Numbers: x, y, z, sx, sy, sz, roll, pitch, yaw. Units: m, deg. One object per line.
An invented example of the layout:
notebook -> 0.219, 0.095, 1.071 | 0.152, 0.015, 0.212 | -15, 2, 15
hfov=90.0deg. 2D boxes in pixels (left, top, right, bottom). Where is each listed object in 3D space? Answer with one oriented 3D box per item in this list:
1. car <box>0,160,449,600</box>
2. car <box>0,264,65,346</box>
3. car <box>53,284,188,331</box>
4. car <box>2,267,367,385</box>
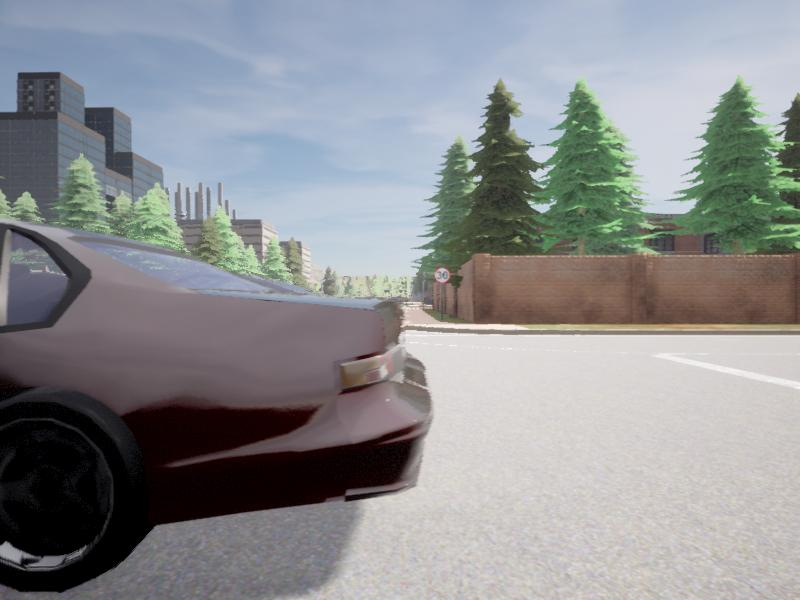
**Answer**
car -> -2.514, 0.297, 2.246 | 5.357, 1.411, 2.033 | 0, 0, 1
car -> -9.585, 0.103, 8.206 | 2.097, 1.767, 4.553 | 0, 0, -8
car -> -10.303, 0.236, 15.286 | 2.007, 1.525, 4.514 | 0, 0, 0
car -> -2.667, 0.310, 5.749 | 4.181, 1.385, 1.994 | 0, 0, 1
